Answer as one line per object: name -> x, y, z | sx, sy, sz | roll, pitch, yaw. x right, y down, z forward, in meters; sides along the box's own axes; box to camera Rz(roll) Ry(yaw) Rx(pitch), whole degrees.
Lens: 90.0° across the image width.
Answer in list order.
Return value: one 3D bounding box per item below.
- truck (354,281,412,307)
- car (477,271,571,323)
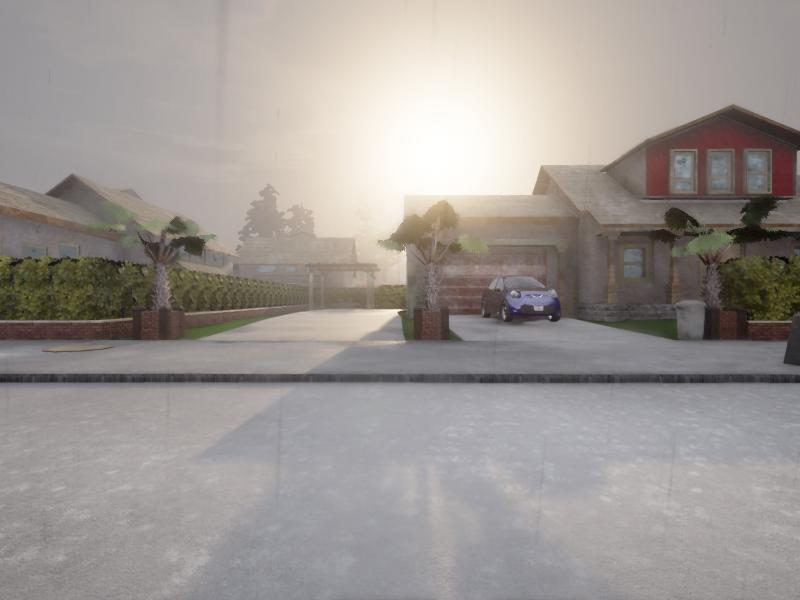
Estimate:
truck -> -2.477, -0.921, 60.272 | 8.468, 3.827, 2.891 | 0, 0, 0
car -> 3.891, -0.082, 13.247 | 1.845, 1.501, 3.633 | 0, 0, -3
